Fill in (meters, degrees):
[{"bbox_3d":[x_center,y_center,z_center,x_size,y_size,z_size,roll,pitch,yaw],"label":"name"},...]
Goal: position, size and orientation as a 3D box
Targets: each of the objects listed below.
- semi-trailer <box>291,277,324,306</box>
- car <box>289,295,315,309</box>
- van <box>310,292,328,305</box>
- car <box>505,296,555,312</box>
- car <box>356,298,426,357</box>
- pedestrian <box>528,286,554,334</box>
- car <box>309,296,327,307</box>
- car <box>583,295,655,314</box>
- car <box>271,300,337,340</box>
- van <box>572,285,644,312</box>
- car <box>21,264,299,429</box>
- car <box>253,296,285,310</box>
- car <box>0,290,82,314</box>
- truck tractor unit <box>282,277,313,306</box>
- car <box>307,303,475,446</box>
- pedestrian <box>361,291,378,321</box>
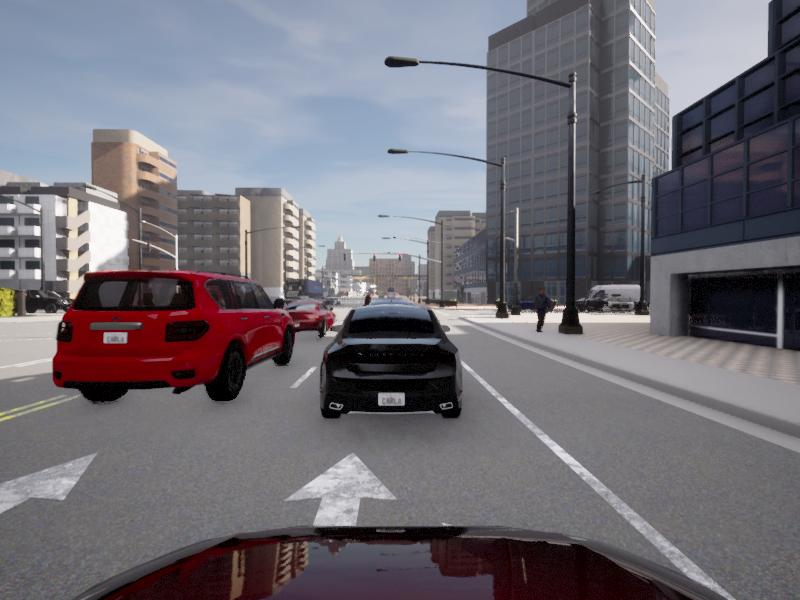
[{"bbox_3d":[-15.563,-1.310,68.275,2.717,4.402,14.254,0,0,-2],"label":"semi-trailer"},{"bbox_3d":[-11.544,0.194,47.318,1.930,1.638,5.238,0,0,-2],"label":"car"},{"bbox_3d":[-15.772,-0.342,78.407,2.351,2.431,6.366,0,0,-1],"label":"van"},{"bbox_3d":[12.427,0.376,38.379,4.193,1.474,1.816,0,1,-1],"label":"car"},{"bbox_3d":[-0.289,0.737,13.310,1.882,1.535,5.008,0,1,-1],"label":"car"},{"bbox_3d":[5.636,0.395,16.016,0.751,1.860,0.751,0,1,-1],"label":"pedestrian"},{"bbox_3d":[-11.802,0.200,58.013,1.816,1.474,4.193,0,0,-1],"label":"car"},{"bbox_3d":[19.092,0.356,35.006,5.238,1.638,1.930,0,1,-1],"label":"car"},{"bbox_3d":[-3.904,0.733,17.132,1.812,1.442,4.674,0,1,-1],"label":"car"},{"bbox_3d":[19.906,-0.155,38.479,5.915,2.561,1.988,0,1,-1],"label":"van"},{"bbox_3d":[-3.676,0.547,7.771,2.150,2.045,5.566,0,1,-1],"label":"car"},{"bbox_3d":[-15.060,0.282,46.347,2.163,1.488,4.792,0,1,-1],"label":"car"},{"bbox_3d":[-30.852,0.145,34.241,5.566,2.045,2.150,0,1,-1],"label":"car"},{"bbox_3d":[-15.340,-1.181,60.366,3.053,4.208,6.516,0,0,-1],"label":"truck tractor unit"},{"bbox_3d":[-0.149,0.835,6.827,1.837,1.490,4.892,0,0,-1],"label":"car"},{"bbox_3d":[-1.968,0.382,25.594,0.751,1.860,0.751,-1,1,-42],"label":"pedestrian"}]
